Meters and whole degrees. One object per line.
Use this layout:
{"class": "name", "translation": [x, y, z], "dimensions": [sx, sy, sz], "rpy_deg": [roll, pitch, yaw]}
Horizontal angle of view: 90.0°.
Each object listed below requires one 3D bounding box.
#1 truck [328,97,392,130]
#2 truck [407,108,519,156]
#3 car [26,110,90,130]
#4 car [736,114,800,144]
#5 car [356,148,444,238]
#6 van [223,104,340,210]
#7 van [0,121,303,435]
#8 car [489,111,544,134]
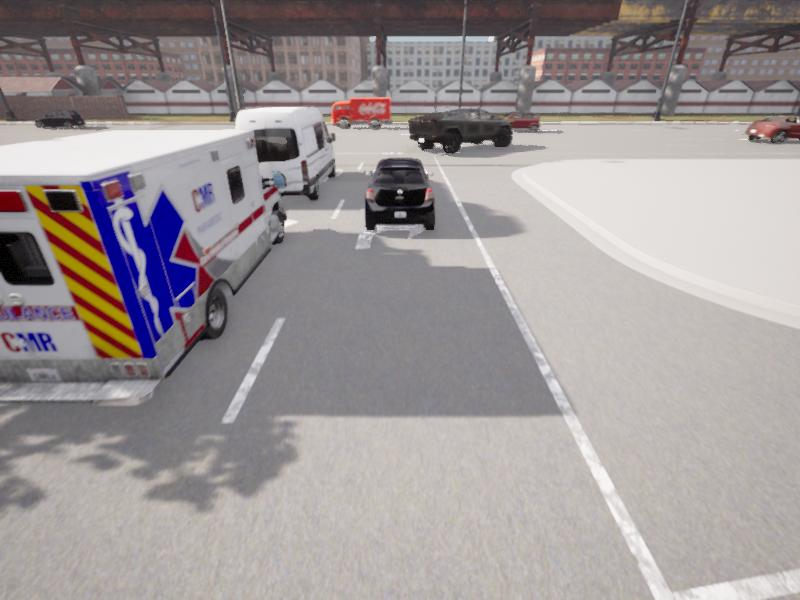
{"class": "truck", "translation": [-3.351, -16.275, 34.890], "dimensions": [5.204, 2.467, 2.627], "rpy_deg": [0, 28, 1]}
{"class": "truck", "translation": [3.596, -9.559, 22.459], "dimensions": [6.274, 2.098, 2.390], "rpy_deg": [-19, 32, -33]}
{"class": "car", "translation": [-30.042, -15.884, 35.211], "dimensions": [3.633, 1.501, 1.845], "rpy_deg": [0, 28, 0]}
{"class": "car", "translation": [25.246, -11.000, 25.699], "dimensions": [5.027, 1.651, 2.152], "rpy_deg": [0, 28, 0]}
{"class": "car", "translation": [-0.001, -2.939, 10.417], "dimensions": [1.845, 1.501, 3.633], "rpy_deg": [0, 28, 0]}
{"class": "van", "translation": [-3.499, -5.057, 13.383], "dimensions": [1.988, 2.561, 5.915], "rpy_deg": [0, 28, 0]}
{"class": "van", "translation": [-3.500, -1.227, 6.177], "dimensions": [2.351, 2.431, 6.366], "rpy_deg": [0, 28, 0]}
{"class": "car", "translation": [9.251, -14.222, 31.964], "dimensions": [3.705, 1.549, 1.789], "rpy_deg": [0, 28, 0]}
